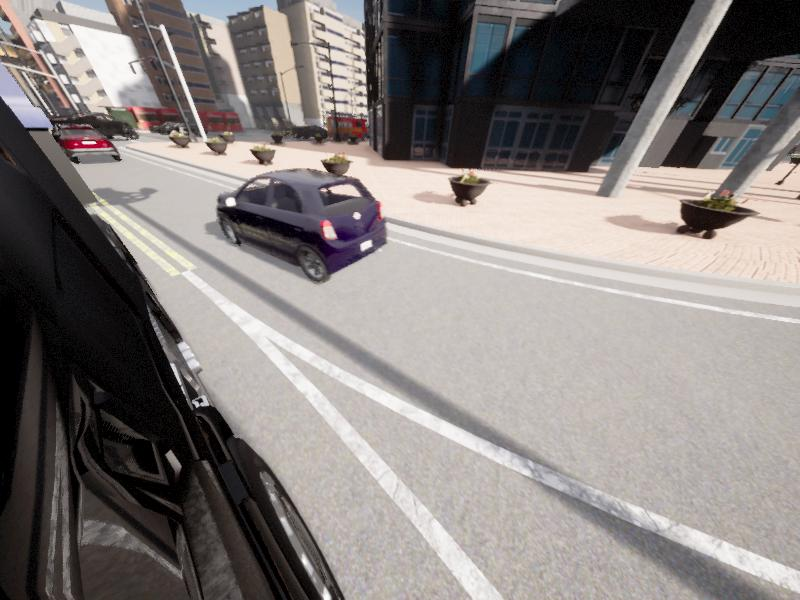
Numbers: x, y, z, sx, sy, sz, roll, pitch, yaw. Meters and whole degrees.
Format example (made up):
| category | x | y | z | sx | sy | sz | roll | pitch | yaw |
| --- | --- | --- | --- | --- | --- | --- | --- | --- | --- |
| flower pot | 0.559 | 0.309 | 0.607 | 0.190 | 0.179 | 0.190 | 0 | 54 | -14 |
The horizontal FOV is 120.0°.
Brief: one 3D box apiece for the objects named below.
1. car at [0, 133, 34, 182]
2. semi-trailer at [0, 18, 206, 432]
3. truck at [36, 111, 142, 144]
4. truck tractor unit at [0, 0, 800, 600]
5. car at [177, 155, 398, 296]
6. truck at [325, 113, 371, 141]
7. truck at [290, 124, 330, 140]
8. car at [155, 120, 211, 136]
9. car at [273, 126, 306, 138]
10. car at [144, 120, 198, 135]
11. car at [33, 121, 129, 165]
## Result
| category | x | y | z | sx | sy | sz | roll | pitch | yaw |
| --- | --- | --- | --- | --- | --- | --- | --- | --- | --- |
| car | -16.767 | -5.754 | 8.959 | 4.974 | 1.542 | 2.038 | 25 | 43 | 27 |
| semi-trailer | -8.922 | -3.450 | 3.983 | 14.254 | 4.402 | 2.717 | 26 | 43 | 27 |
| truck | -27.287 | -15.540 | 20.844 | 2.390 | 2.098 | 6.274 | -9 | 38 | -12 |
| truck tractor unit | -2.645 | -0.295 | 0.351 | 6.516 | 4.208 | 3.053 | 28 | 44 | 30 |
| car | -2.084 | -1.753 | 4.570 | 3.633 | 1.501 | 1.845 | 23 | 41 | 24 |
| truck | -9.262 | -31.836 | 42.835 | 2.891 | 3.827 | 8.468 | 24 | 41 | 26 |
| truck | -15.657 | -29.592 | 40.733 | 2.390 | 2.098 | 6.274 | 24 | 41 | 26 |
| car | -30.699 | -24.389 | 32.891 | 1.930 | 1.638 | 5.238 | 24 | 41 | 26 |
| car | -21.063 | -32.249 | 44.361 | 1.801 | 1.575 | 5.366 | 24 | 41 | 26 |
| car | -33.720 | -25.551 | 34.232 | 1.930 | 1.638 | 5.238 | 23 | 41 | 25 |
| car | -17.660 | -8.769 | 12.804 | 4.856 | 1.649 | 2.033 | 24 | 42 | 27 |
